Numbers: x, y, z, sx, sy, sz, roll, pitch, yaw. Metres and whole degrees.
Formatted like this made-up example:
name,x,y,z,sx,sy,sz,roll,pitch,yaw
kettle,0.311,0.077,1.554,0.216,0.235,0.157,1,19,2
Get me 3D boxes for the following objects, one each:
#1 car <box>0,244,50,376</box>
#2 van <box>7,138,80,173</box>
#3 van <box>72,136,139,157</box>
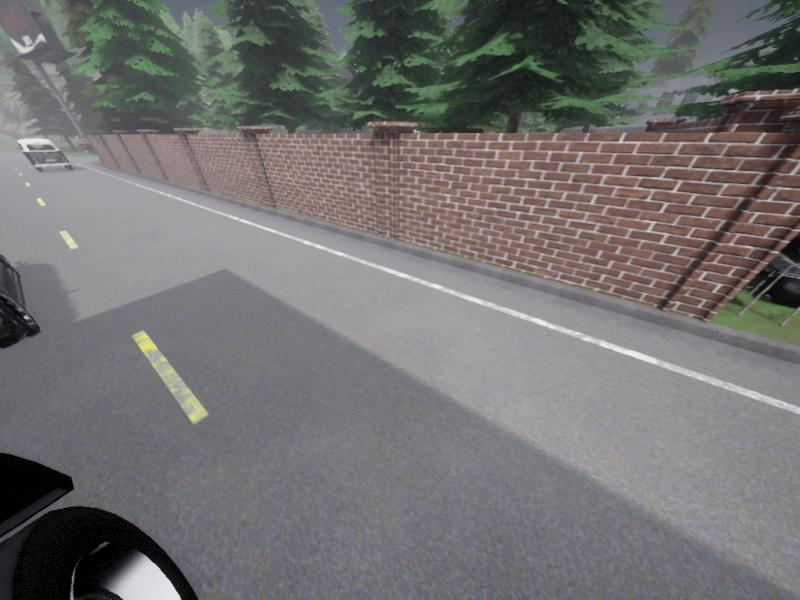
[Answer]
name,x,y,z,sx,sy,sz,roll,pitch,yaw
car,-6.661,-0.079,2.782,4.181,1.385,1.994,22,40,27
van,-27.526,-11.237,17.864,4.480,2.038,2.069,22,41,28
van,-36.576,-19.261,28.890,2.069,2.038,4.480,21,40,27
